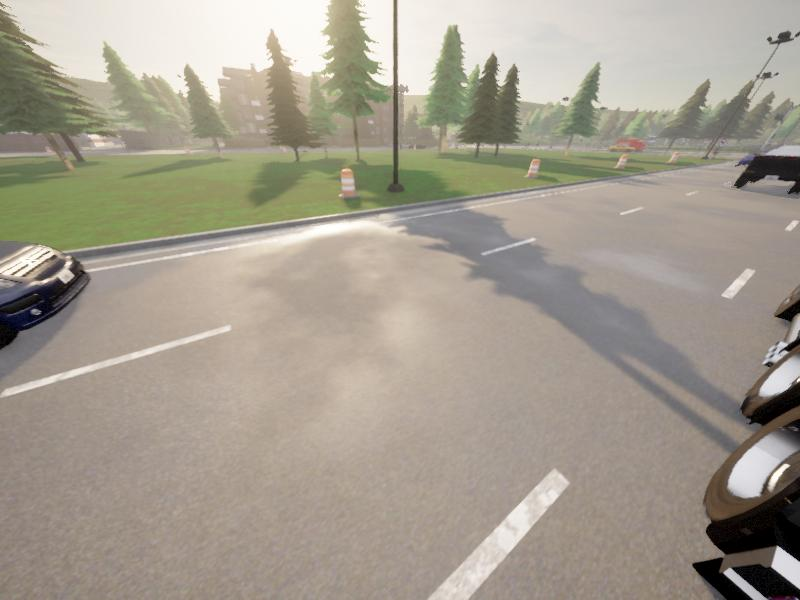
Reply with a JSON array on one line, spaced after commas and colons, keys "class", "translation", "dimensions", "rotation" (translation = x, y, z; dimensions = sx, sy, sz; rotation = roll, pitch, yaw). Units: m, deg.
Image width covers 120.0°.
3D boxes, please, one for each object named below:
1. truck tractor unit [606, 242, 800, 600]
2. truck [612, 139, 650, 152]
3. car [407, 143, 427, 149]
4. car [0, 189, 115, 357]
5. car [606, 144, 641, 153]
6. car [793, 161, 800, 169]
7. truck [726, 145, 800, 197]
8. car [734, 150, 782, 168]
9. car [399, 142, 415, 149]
[{"class": "truck tractor unit", "translation": [5.072, -0.339, 0.827], "dimensions": [6.516, 4.208, 3.053], "rotation": [-20, 40, -26]}, {"class": "truck", "translation": [54.064, -36.227, 54.164], "dimensions": [2.627, 2.467, 5.204], "rotation": [-18, 39, -25]}, {"class": "car", "translation": [4.412, -39.965, 60.001], "dimensions": [4.718, 1.301, 1.895], "rotation": [-19, 39, -25]}, {"class": "car", "translation": [-6.722, 0.012, 2.488], "dimensions": [3.988, 1.617, 1.851], "rotation": [-19, 39, -25]}, {"class": "car", "translation": [51.046, -34.842, 52.965], "dimensions": [1.801, 1.575, 5.366], "rotation": [-18, 39, -25]}, {"class": "car", "translation": [42.301, -14.108, 23.328], "dimensions": [4.674, 1.442, 1.812], "rotation": [-18, 39, -25]}, {"class": "truck", "translation": [22.129, -7.578, 13.210], "dimensions": [6.274, 2.098, 2.390], "rotation": [-19, 39, -25]}, {"class": "car", "translation": [38.004, -15.011, 24.544], "dimensions": [4.193, 1.474, 1.816], "rotation": [-19, 39, -25]}, {"class": "car", "translation": [1.851, -41.548, 62.008], "dimensions": [3.633, 1.501, 1.845], "rotation": [-19, 39, -25]}]
